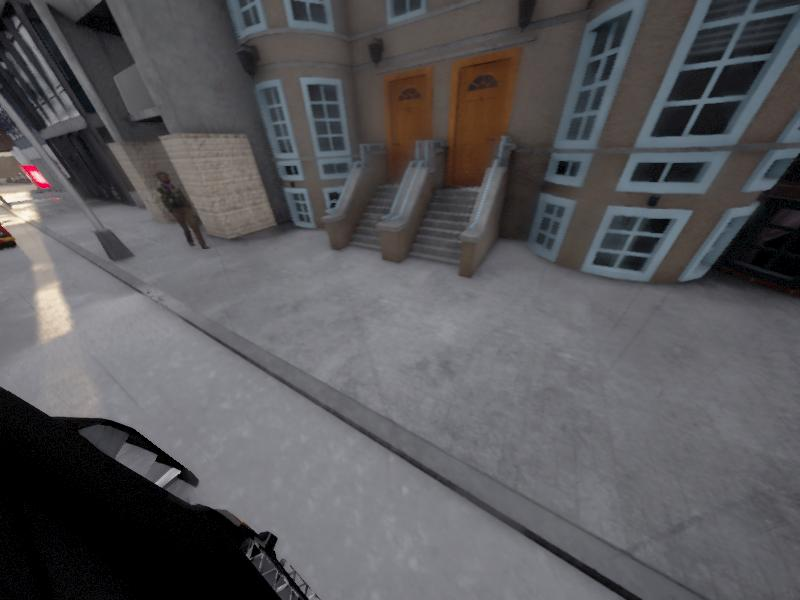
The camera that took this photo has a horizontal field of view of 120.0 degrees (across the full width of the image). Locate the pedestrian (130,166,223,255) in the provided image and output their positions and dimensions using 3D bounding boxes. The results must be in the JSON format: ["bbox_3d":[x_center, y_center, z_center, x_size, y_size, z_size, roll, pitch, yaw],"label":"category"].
[{"bbox_3d":[-5.357,-2.171,5.667,0.751,1.860,0.751,16,38,25],"label":"pedestrian"}]

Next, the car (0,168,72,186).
[{"bbox_3d":[-48.325,-16.411,30.664,2.038,1.542,4.974,11,37,20],"label":"car"}]

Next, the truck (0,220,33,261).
[{"bbox_3d":[-15.169,-3.271,6.498,8.468,3.827,2.891,16,38,26],"label":"truck"}]
